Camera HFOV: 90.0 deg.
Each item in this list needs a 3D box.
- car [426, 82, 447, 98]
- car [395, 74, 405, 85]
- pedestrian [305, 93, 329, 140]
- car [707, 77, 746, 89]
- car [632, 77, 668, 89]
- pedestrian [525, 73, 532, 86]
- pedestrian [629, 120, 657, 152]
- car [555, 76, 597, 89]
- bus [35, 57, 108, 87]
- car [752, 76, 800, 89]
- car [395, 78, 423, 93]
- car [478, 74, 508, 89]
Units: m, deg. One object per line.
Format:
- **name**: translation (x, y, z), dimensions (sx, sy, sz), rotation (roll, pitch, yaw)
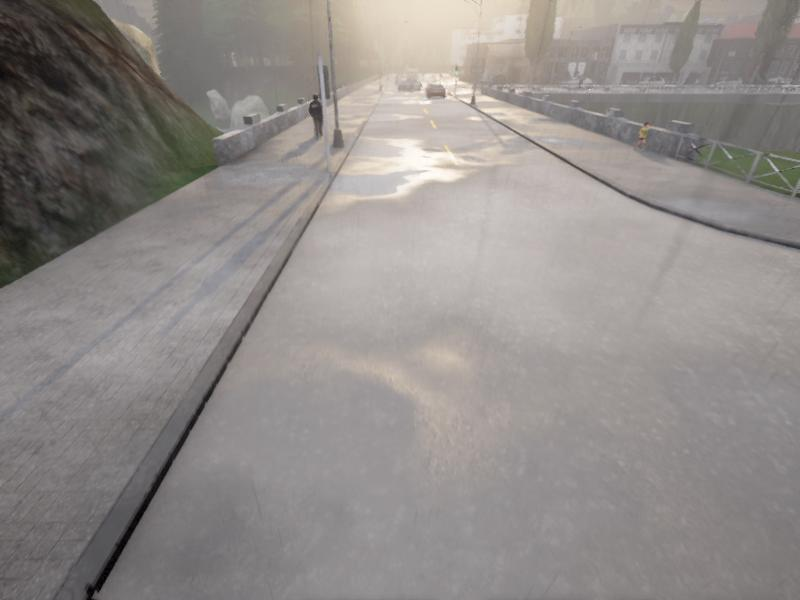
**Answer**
- **car**: translation (3.999, -23.586, 44.902), dimensions (1.994, 1.385, 4.181), rotation (0, 30, 0)
- **car**: translation (-0.053, -41.520, 75.284), dimensions (1.851, 1.617, 3.988), rotation (0, 30, 0)
- **pedestrian**: translation (-3.717, -8.285, 18.034), dimensions (0.751, 1.860, 0.751), rotation (1, 30, 2)
- **car**: translation (49.215, -32.778, 60.370), dimensions (3.988, 1.617, 1.851), rotation (0, 30, 0)
- **car**: translation (37.665, -32.777, 60.363), dimensions (3.988, 1.617, 1.851), rotation (0, 30, 0)
- **pedestrian**: translation (21.017, -35.983, 65.313), dimensions (0.751, 1.860, 0.751), rotation (5, 31, 8)
- **pedestrian**: translation (9.377, -6.342, 15.457), dimensions (0.500, 1.100, 0.500), rotation (0, 30, 0)
- **car**: translation (26.489, -32.778, 60.351), dimensions (5.027, 1.651, 2.152), rotation (0, 30, 0)
- **bus**: translation (-57.423, -40.283, 70.533), dimensions (3.944, 4.253, 10.273), rotation (0, 30, 0)
- **car**: translation (56.813, -32.793, 60.363), dimensions (5.238, 1.638, 1.930), rotation (0, 30, 0)
- **car**: translation (1.243, -29.177, 54.283), dimensions (2.038, 1.542, 4.974), rotation (14, 33, 20)
- **car**: translation (14.017, -32.870, 60.239), dimensions (3.866, 1.878, 1.905), rotation (0, 30, -1)
